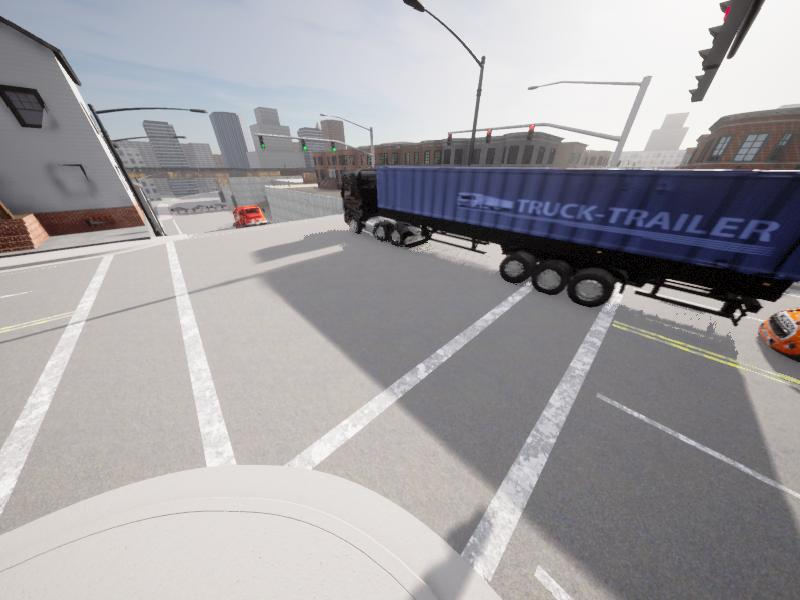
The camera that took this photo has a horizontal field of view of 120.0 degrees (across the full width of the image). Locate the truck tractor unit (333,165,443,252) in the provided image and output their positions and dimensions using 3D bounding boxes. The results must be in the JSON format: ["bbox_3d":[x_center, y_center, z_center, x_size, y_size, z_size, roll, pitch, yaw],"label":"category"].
[{"bbox_3d":[-1.002,-6.272,14.949,3.053,4.208,6.516,-26,39,-37],"label":"truck tractor unit"}]

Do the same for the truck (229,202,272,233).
[{"bbox_3d":[-17.447,-9.513,26.844,2.627,2.467,5.204,-27,26,-37],"label":"truck"}]

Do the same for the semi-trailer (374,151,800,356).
[{"bbox_3d":[4.500,-3.512,9.977,2.717,4.402,14.254,-26,39,-37],"label":"semi-trailer"}]

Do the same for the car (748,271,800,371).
[{"bbox_3d":[11.349,1.174,4.482,2.097,1.767,4.553,-26,39,-37],"label":"car"}]
